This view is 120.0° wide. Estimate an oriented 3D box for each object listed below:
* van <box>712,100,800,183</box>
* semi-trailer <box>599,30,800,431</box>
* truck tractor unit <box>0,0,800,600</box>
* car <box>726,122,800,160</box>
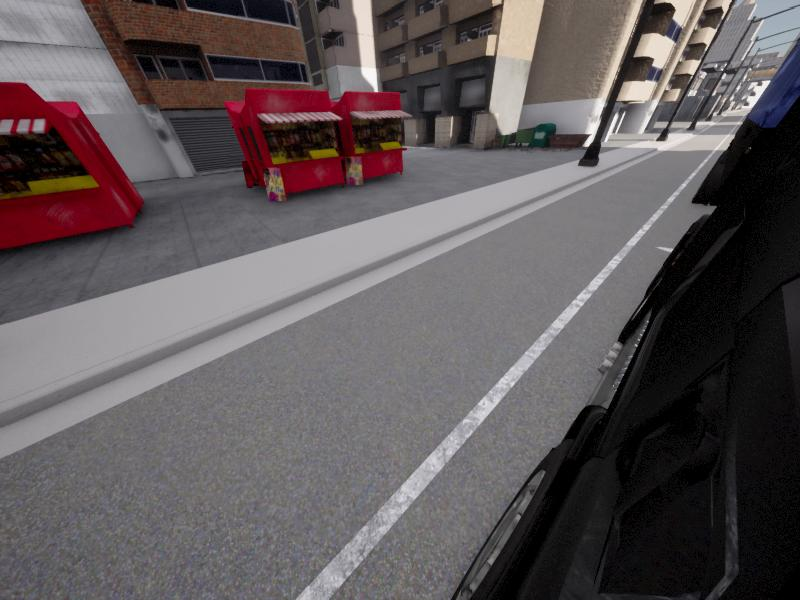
[{"bbox_3d":[16.398,-6.998,9.960,6.366,2.431,2.351,-28,44,-30],"label":"van"},{"bbox_3d":[8.635,-3.647,4.288,14.254,4.402,2.717,-29,44,-30],"label":"semi-trailer"},{"bbox_3d":[2.645,-0.295,0.351,6.516,4.208,3.053,-28,44,-30],"label":"truck tractor unit"},{"bbox_3d":[22.055,-9.673,13.940,4.902,1.511,2.128,-28,44,-30],"label":"car"}]
